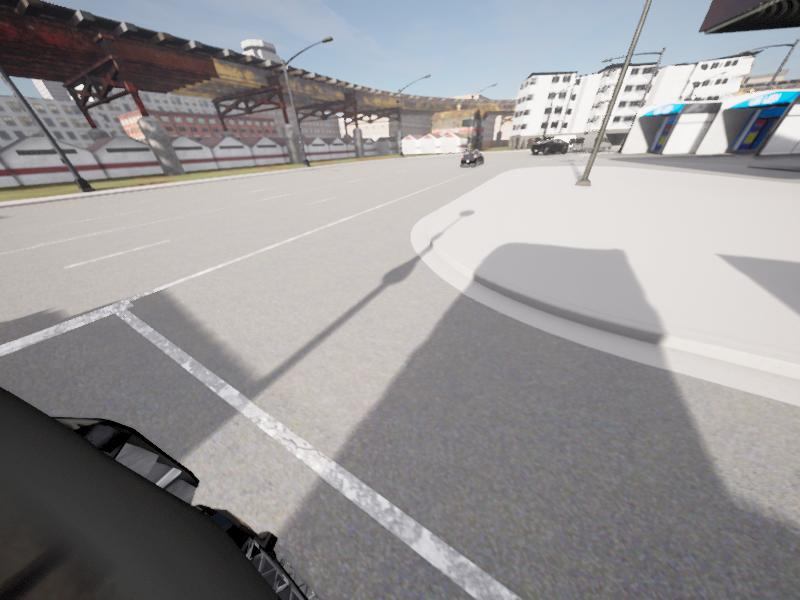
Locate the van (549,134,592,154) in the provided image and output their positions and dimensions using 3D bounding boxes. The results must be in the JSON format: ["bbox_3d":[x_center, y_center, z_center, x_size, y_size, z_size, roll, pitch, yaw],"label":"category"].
[{"bbox_3d":[30.105,-27.597,40.887,5.915,2.561,1.988,-8,34,-8],"label":"van"}]

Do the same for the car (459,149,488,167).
[{"bbox_3d":[7.956,-15.435,25.051,1.845,1.501,3.633,17,38,27],"label":"car"}]

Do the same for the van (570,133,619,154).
[{"bbox_3d":[31.982,-25.812,38.095,5.915,2.561,1.988,-7,34,-7],"label":"van"}]

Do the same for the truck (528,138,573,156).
[{"bbox_3d":[23.867,-24.241,36.673,6.274,2.098,2.390,-16,36,-20],"label":"truck"}]
